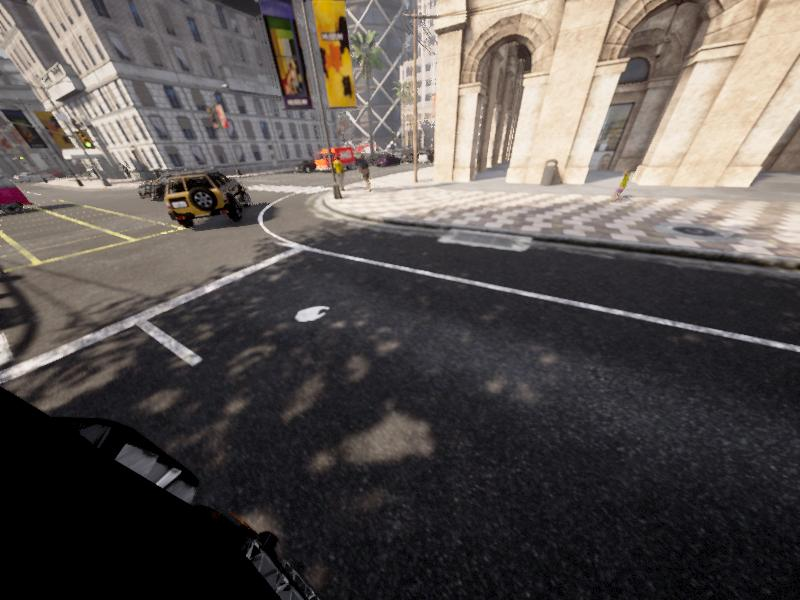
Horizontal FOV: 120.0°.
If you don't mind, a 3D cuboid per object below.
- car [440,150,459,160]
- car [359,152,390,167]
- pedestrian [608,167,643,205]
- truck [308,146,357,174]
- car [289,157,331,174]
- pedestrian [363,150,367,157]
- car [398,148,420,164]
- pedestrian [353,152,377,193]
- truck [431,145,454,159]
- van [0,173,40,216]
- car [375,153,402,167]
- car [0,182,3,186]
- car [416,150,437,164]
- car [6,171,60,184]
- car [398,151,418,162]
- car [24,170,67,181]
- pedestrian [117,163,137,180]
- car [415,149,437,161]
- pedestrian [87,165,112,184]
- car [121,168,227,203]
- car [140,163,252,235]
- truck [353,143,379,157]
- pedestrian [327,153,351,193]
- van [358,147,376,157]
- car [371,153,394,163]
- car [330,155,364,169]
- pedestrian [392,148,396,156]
[{"bbox_3d":[9.170,-26.627,42.290,1.895,1.301,4.718,15,38,26],"label":"car"},{"bbox_3d":[-3.782,-21.502,35.276,1.930,1.638,5.238,15,37,25],"label":"car"},{"bbox_3d":[7.818,-3.965,8.024,0.500,1.100,0.500,24,42,35],"label":"pedestrian"},{"bbox_3d":[-8.143,-17.390,28.614,2.627,2.467,5.204,15,39,25],"label":"truck"},{"bbox_3d":[-11.494,-17.448,29.905,1.837,1.490,4.892,15,38,25],"label":"car"},{"bbox_3d":[-10.146,-42.424,66.873,0.751,1.860,0.751,2,34,7],"label":"pedestrian"},{"bbox_3d":[1.489,-23.013,36.908,1.905,1.878,3.866,15,38,25],"label":"car"},{"bbox_3d":[-1.898,-6.982,12.673,0.751,1.860,0.751,22,41,33],"label":"pedestrian"},{"bbox_3d":[8.820,-30.585,47.569,2.390,2.098,6.274,16,38,26],"label":"truck"},{"bbox_3d":[-23.422,-5.280,12.040,1.775,1.987,4.442,15,37,25],"label":"van"},{"bbox_3d":[-1.530,-19.759,32.613,1.816,1.474,4.193,15,38,25],"label":"car"},{"bbox_3d":[-58.136,-16.350,31.956,1.882,1.535,5.008,-30,42,-35],"label":"car"},{"bbox_3d":[4.015,-21.490,34.732,1.845,1.501,3.633,15,38,26],"label":"car"},{"bbox_3d":[-62.280,-20.964,39.340,1.812,1.442,4.674,-3,33,0],"label":"car"},{"bbox_3d":[1.493,-26.720,42.982,1.994,1.385,4.181,16,38,26],"label":"car"},{"bbox_3d":[-68.713,-24.296,44.855,1.816,1.474,4.193,16,38,26],"label":"car"},{"bbox_3d":[-34.867,-16.376,29.512,0.751,1.860,0.751,14,37,24],"label":"pedestrian"},{"bbox_3d":[4.807,-26.316,41.858,1.930,1.638,5.238,16,38,26],"label":"car"},{"bbox_3d":[-33.742,-14.066,25.932,0.751,1.860,0.751,12,36,21],"label":"pedestrian"},{"bbox_3d":[-15.194,-8.069,16.034,1.837,1.490,4.892,7,35,15],"label":"car"},{"bbox_3d":[-7.888,-4.462,9.653,1.932,1.855,4.605,-16,36,-17],"label":"car"},{"bbox_3d":[-12.318,-54.571,83.928,8.468,3.827,2.891,1,34,6],"label":"truck"},{"bbox_3d":[-3.405,-7.155,13.055,0.751,1.860,0.751,6,34,13],"label":"pedestrian"},{"bbox_3d":[-11.514,-52.045,81.181,5.915,2.561,1.988,3,34,10],"label":"van"},{"bbox_3d":[-3.139,-25.938,42.172,1.994,1.385,4.181,16,38,26],"label":"car"},{"bbox_3d":[-7.944,-21.085,35.205,2.033,1.411,5.357,15,38,25],"label":"car"},{"bbox_3d":[-1.565,-40.507,63.287,0.751,1.860,0.751,17,38,28],"label":"pedestrian"}]
